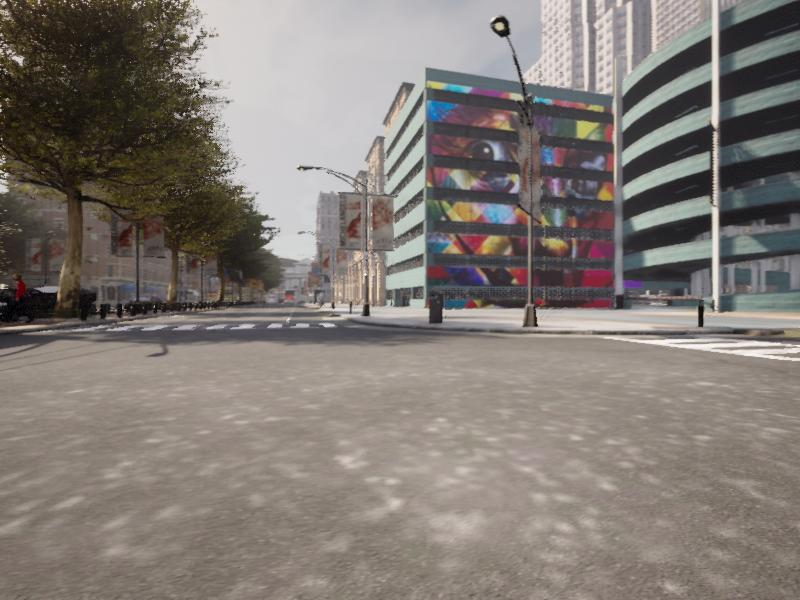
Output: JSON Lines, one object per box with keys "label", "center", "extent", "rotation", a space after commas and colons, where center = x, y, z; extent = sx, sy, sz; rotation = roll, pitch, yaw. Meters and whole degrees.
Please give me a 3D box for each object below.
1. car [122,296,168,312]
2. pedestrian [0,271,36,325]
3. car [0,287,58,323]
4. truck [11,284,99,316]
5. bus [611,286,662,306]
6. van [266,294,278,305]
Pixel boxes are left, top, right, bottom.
{"label": "car", "center": [-23.636, 0.367, 37.315], "extent": [2.033, 1.411, 5.357], "rotation": [0, 0, -14]}
{"label": "pedestrian", "center": [-13.741, -0.078, 14.363], "extent": [0.751, 1.860, 0.751], "rotation": [0, 0, -20]}
{"label": "car", "center": [-19.150, 0.228, 19.738], "extent": [1.851, 1.617, 3.988], "rotation": [0, 0, -14]}
{"label": "truck", "center": [-25.280, 0.000, 29.764], "extent": [2.390, 2.098, 6.274], "rotation": [0, 0, -14]}
{"label": "bus", "center": [54.242, -0.963, 92.279], "extent": [3.944, 4.253, 10.273], "rotation": [0, 1, -15]}
{"label": "van", "center": [-29.109, -0.058, 91.119], "extent": [2.351, 2.431, 6.366], "rotation": [0, 0, -14]}
